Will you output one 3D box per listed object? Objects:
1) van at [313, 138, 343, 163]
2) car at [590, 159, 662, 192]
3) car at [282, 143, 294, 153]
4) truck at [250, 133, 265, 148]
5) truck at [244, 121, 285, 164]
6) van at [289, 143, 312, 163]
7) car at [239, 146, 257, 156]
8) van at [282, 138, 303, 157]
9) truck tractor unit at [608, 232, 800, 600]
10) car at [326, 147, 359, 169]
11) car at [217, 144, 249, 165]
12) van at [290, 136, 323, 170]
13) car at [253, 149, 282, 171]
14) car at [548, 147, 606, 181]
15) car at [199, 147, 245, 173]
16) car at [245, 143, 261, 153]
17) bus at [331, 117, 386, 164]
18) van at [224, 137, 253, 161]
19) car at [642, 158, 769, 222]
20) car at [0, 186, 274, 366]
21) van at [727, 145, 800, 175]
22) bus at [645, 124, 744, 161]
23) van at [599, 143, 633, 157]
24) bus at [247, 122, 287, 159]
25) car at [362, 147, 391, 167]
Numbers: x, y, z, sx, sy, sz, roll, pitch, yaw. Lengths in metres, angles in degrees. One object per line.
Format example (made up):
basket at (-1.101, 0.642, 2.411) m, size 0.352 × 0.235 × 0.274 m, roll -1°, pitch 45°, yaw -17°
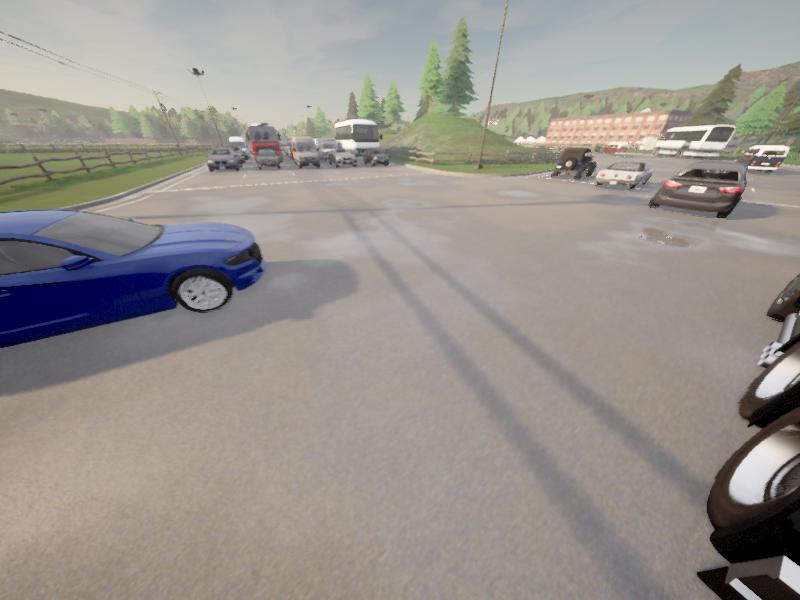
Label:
van at (-9.493, -19.620, 30.171) m, size 2.351 × 2.431 × 6.366 m, roll -14°, pitch 37°, yaw -20°
car at (13.866, -7.709, 14.133) m, size 4.718 × 1.301 × 1.895 m, roll -25°, pitch 42°, yaw -31°
car at (-24.929, -33.894, 51.367) m, size 1.930 × 1.638 × 5.238 m, roll -14°, pitch 38°, yaw -20°
truck at (-46.042, -51.713, 75.024) m, size 2.891 × 3.827 × 8.468 m, roll -14°, pitch 37°, yaw -20°
truck at (-16.353, -19.181, 28.257) m, size 2.891 × 3.827 × 8.468 m, roll -14°, pitch 37°, yaw -20°
van at (-12.313, -18.165, 28.436) m, size 1.775 × 1.987 × 4.442 m, roll -14°, pitch 37°, yaw -20°
car at (-26.279, -25.839, 39.961) m, size 1.994 × 1.385 × 4.181 m, roll -14°, pitch 37°, yaw -20°
van at (-18.237, -25.797, 39.029) m, size 2.351 × 2.431 × 6.366 m, roll -14°, pitch 37°, yaw -20°
truck tractor unit at (5.054, -0.352, 0.866) m, size 6.516 × 4.208 × 3.053 m, roll -20°, pitch 40°, yaw -27°
car at (-6.095, -15.016, 24.252) m, size 2.152 × 1.651 × 5.027 m, roll -14°, pitch 37°, yaw -20°
car at (-18.644, -16.441, 25.993) m, size 1.932 × 1.855 × 4.605 m, roll -14°, pitch 37°, yaw -20°
van at (-9.447, -14.787, 23.091) m, size 1.988 × 2.561 × 5.915 m, roll -14°, pitch 37°, yaw -20°
car at (-12.623, -13.530, 22.170) m, size 1.837 × 1.490 × 4.892 m, roll -14°, pitch 37°, yaw -20°
car at (13.242, -10.257, 17.286) m, size 3.866 × 1.878 × 1.905 m, roll -25°, pitch 42°, yaw -32°
car at (-15.577, -12.500, 20.505) m, size 2.242 × 1.667 × 4.611 m, roll -14°, pitch 37°, yaw -20°
car at (-32.220, -33.381, 50.663) m, size 2.242 × 1.667 × 4.611 m, roll -14°, pitch 37°, yaw -20°
bus at (-5.575, -20.435, 29.775) m, size 3.944 × 4.253 × 10.273 m, roll -14°, pitch 37°, yaw -20°
van at (-21.821, -20.704, 31.549) m, size 1.988 × 2.561 × 5.915 m, roll -14°, pitch 37°, yaw -20°
car at (12.491, -4.711, 9.463) m, size 4.611 × 1.667 × 2.242 m, roll -24°, pitch 41°, yaw -30°
car at (-4.863, -0.445, 3.288) m, size 5.008 × 1.535 × 1.882 m, roll -18°, pitch 39°, yaw -24°
van at (32.867, -12.888, 21.101) m, size 2.069 × 2.038 × 4.480 m, roll 26°, pitch 42°, yaw 31°
bus at (46.872, -25.670, 37.720) m, size 3.944 × 4.253 × 10.273 m, roll 9°, pitch 36°, yaw 9°
van at (40.742, -28.544, 43.773) m, size 2.069 × 2.038 × 4.480 m, roll 4°, pitch 35°, yaw 3°
bus at (-21.069, -25.463, 36.924) m, size 3.944 × 4.253 × 10.273 m, roll -14°, pitch 37°, yaw -20°
car at (-2.575, -15.396, 24.841) m, size 1.851 × 1.617 × 3.988 m, roll -14°, pitch 37°, yaw -20°
